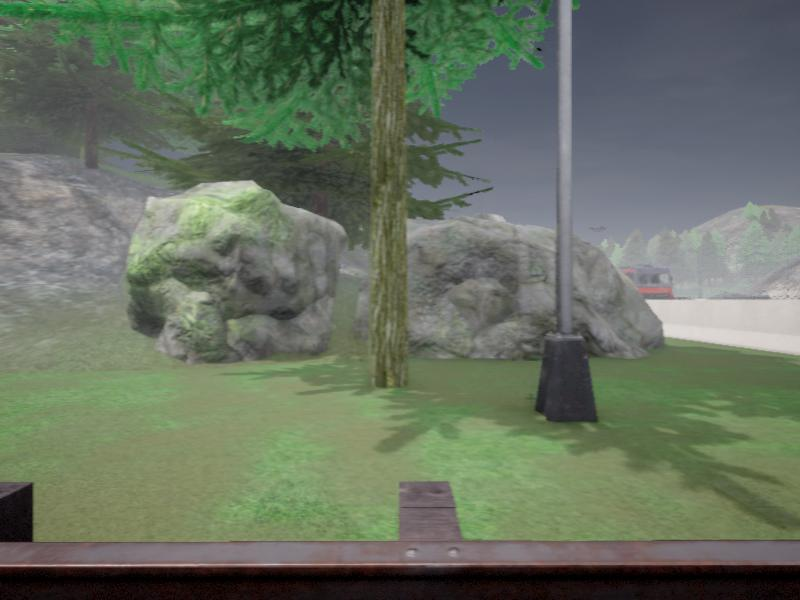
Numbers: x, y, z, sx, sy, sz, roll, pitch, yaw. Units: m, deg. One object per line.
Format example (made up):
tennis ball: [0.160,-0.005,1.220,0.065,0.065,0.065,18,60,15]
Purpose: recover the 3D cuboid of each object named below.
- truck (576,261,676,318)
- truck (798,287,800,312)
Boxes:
truck: [17.079,-0.727,31.121,2.891,3.827,8.468,0,0,-1]
truck: [41.513,-0.049,37.837,2.627,2.467,5.204,0,0,0]
